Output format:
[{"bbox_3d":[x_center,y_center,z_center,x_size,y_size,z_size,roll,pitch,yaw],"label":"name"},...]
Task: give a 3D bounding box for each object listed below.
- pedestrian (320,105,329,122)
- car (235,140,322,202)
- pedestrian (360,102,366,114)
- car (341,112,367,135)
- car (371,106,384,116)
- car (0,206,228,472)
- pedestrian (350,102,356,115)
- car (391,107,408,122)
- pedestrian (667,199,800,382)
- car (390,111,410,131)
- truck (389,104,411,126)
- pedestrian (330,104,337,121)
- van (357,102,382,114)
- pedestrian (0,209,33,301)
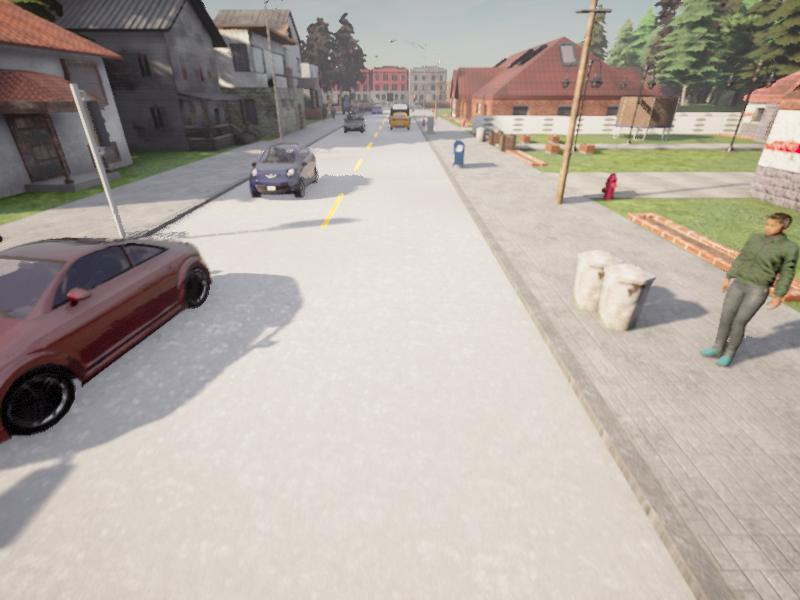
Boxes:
[{"bbox_3d":[-9.119,-22.546,48.329,0.751,1.860,0.751,1,27,2],"label":"pedestrian"},{"bbox_3d":[-4.000,-4.583,13.913,1.845,1.501,3.633,0,27,0],"label":"car"},{"bbox_3d":[-6.277,-32.929,68.572,0.751,1.860,0.751,5,28,11],"label":"pedestrian"},{"bbox_3d":[-4.006,-15.752,35.625,1.851,1.617,3.988,0,27,0],"label":"car"},{"bbox_3d":[-4.007,-33.408,70.593,2.007,1.525,4.514,0,27,0],"label":"car"},{"bbox_3d":[-4.333,0.047,5.053,1.994,1.385,4.181,4,27,8],"label":"car"},{"bbox_3d":[-7.546,-30.748,64.317,0.751,1.860,0.751,7,28,14],"label":"pedestrian"},{"bbox_3d":[-0.019,-24.694,53.178,2.128,1.511,4.902,0,27,0],"label":"car"},{"bbox_3d":[3.920,-0.104,4.520,0.751,1.860,0.751,-7,28,-13],"label":"pedestrian"},{"bbox_3d":[-0.004,-17.773,39.642,1.882,1.535,5.008,0,27,0],"label":"car"},{"bbox_3d":[-0.009,-21.428,46.159,2.390,2.098,6.274,0,27,0],"label":"truck"},{"bbox_3d":[-8.460,-23.845,50.863,0.751,1.860,0.751,-2,27,-4],"label":"pedestrian"},{"bbox_3d":[-5.906,-36.822,76.812,4.442,1.987,1.775,-11,29,-20],"label":"van"},{"bbox_3d":[-6.621,-0.946,6.173,0.751,1.860,0.751,-14,30,-26],"label":"pedestrian"}]
